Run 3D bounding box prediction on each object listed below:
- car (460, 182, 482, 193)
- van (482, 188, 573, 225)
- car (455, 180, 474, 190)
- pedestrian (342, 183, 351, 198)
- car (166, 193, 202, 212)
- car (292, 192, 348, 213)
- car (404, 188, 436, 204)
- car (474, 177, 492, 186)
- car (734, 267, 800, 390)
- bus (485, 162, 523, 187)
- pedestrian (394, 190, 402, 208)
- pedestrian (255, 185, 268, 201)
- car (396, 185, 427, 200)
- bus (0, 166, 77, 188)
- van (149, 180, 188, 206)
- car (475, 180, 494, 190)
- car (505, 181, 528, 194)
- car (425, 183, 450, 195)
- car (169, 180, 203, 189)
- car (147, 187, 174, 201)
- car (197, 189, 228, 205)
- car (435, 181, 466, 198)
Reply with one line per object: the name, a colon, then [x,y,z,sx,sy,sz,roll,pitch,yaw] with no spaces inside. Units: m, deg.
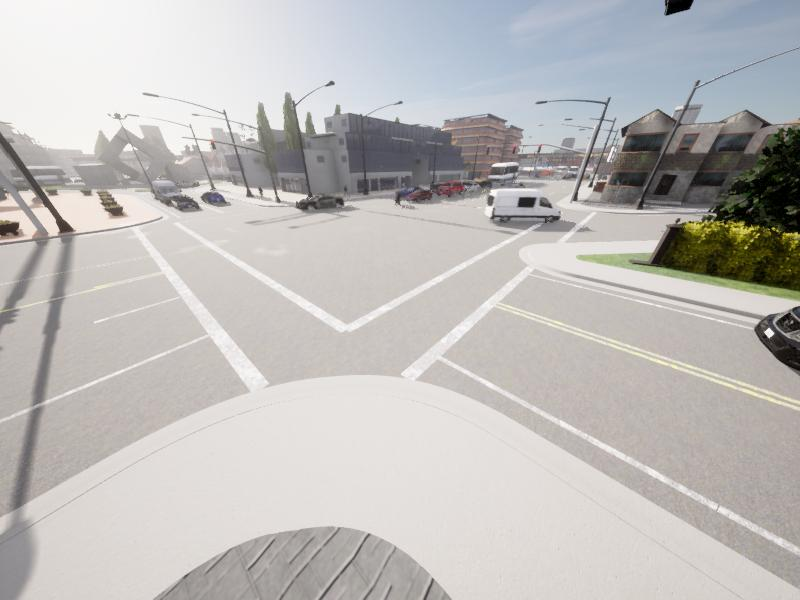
car: [12.812,-20.326,41.678,1.812,1.442,4.674,23,38,34]
van: [10.296,-7.791,19.238,5.915,2.561,1.988,0,30,1]
car: [13.058,-23.263,46.650,1.994,1.385,4.181,22,38,33]
pedestrian: [-7.848,-15.980,33.776,0.751,1.860,0.751,26,39,37]
car: [-24.281,-11.043,25.962,4.193,1.474,1.816,23,37,34]
car: [-8.637,-10.746,25.283,5.238,1.638,1.930,-21,36,-32]
car: [2.727,-14.132,31.265,1.812,1.442,4.674,23,37,34]
car: [18.779,-26.970,52.412,1.882,1.535,5.008,23,38,34]
car: [11.035,1.388,3.860,5.566,2.045,2.150,23,37,34]
bus: [23.187,-28.019,51.379,3.944,4.253,10.273,23,39,34]
pedestrian: [-0.227,-11.528,26.354,0.751,1.860,0.751,-5,30,-8]
pedestrian: [-18.823,-14.577,31.356,0.751,1.860,0.751,18,35,28]
car: [1.789,-16.373,35.030,1.882,1.535,5.008,22,37,34]
bus: [-87.485,-30.247,56.440,3.944,4.253,10.273,-9,31,-15]
van: [-29.986,-13.922,29.886,5.915,2.561,1.988,23,37,34]
car: [16.769,-22.828,45.709,1.816,1.474,4.193,23,38,34]
car: [20.124,-19.341,39.757,1.882,1.535,5.008,23,39,34]
car: [6.588,-19.270,39.987,1.837,1.490,4.892,23,38,34]
car: [-48.241,-26.257,52.255,2.038,1.542,4.974,17,34,27]
car: [-35.140,-15.621,33.838,3.633,1.501,1.845,22,37,33]
car: [-24.309,-13.345,29.950,4.193,1.474,1.816,23,37,34]
car: [7.987,-17.597,36.574,2.150,2.045,5.566,23,37,34]
